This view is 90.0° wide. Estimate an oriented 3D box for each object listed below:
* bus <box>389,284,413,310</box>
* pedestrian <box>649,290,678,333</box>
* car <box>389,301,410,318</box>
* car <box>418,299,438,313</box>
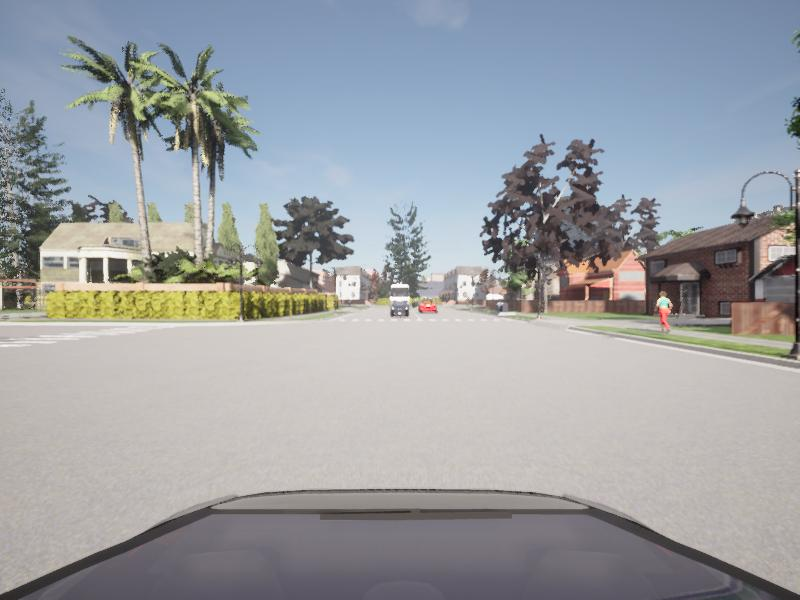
[{"bbox_3d":[0.101,-0.541,70.300,3.944,4.253,10.273,0,0,0],"label":"bus"},{"bbox_3d":[11.543,0.489,17.529,0.751,1.860,0.751,0,0,-3],"label":"pedestrian"},{"bbox_3d":[-0.024,0.824,36.277,1.845,1.501,3.633,0,0,0],"label":"car"},{"bbox_3d":[3.465,0.752,51.105,2.242,1.667,4.611,0,0,0],"label":"car"}]
